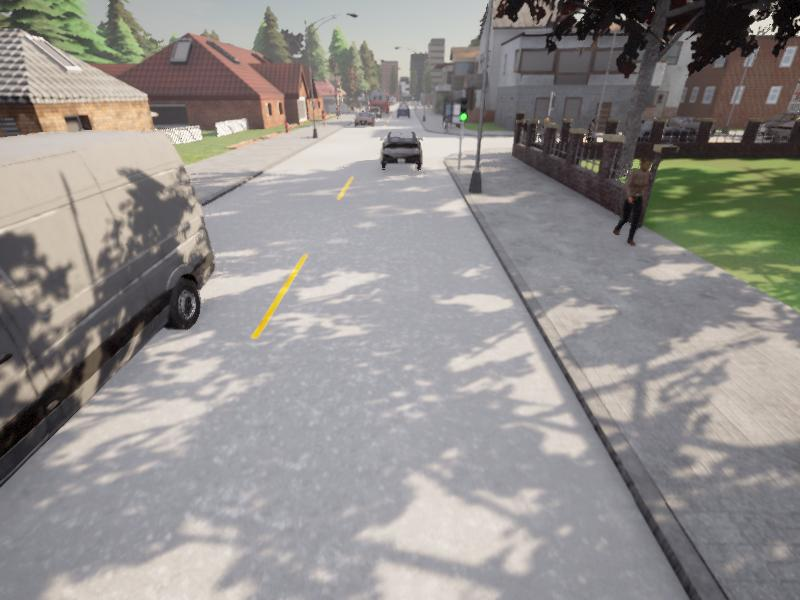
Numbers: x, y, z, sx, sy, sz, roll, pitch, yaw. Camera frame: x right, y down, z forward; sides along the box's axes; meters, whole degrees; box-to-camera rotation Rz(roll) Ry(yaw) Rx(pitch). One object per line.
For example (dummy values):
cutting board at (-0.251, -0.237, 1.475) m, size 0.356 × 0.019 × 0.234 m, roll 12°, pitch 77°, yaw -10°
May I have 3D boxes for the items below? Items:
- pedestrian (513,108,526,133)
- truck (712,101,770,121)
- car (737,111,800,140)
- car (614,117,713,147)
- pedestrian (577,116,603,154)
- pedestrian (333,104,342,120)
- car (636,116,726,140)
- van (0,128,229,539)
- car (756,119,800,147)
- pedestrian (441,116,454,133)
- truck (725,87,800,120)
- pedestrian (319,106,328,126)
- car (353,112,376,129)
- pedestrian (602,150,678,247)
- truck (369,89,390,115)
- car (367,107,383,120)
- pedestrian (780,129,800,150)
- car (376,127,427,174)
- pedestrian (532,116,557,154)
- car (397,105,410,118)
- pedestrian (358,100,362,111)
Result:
pedestrian at (10.144, -15.267, 33.985) m, size 0.751 × 1.860 × 0.751 m, roll 2°, pitch 27°, yaw 4°
truck at (45.815, -25.569, 53.988) m, size 2.390 × 2.098 × 6.274 m, roll 1°, pitch 27°, yaw 1°
car at (28.464, -12.951, 29.708) m, size 4.605 × 1.855 × 1.932 m, roll 1°, pitch 27°, yaw 3°
car at (17.192, -11.068, 26.346) m, size 4.856 × 1.649 × 2.033 m, roll -1°, pitch 27°, yaw -2°
pedestrian at (10.359, -9.052, 21.905) m, size 0.751 × 1.860 × 0.751 m, roll 3°, pitch 27°, yaw 5°
pedestrian at (-7.860, -23.651, 50.377) m, size 0.751 × 1.860 × 0.751 m, roll 3°, pitch 27°, yaw 5°
car at (21.020, -12.953, 30.135) m, size 4.902 × 1.511 × 2.128 m, roll 0°, pitch 27°, yaw 0°
van at (-4.055, 0.026, 3.793) m, size 1.988 × 2.561 × 5.915 m, roll 1°, pitch 28°, yaw 1°
car at (26.955, -10.993, 26.301) m, size 4.902 × 1.511 × 2.128 m, roll -1°, pitch 27°, yaw -2°
pedestrian at (4.008, -14.826, 33.777) m, size 0.751 × 1.300 × 0.751 m, roll 24°, pitch 36°, yaw 39°
truck at (49.828, -26.997, 54.871) m, size 2.891 × 3.827 × 8.468 m, roll 0°, pitch 27°, yaw 0°
pedestrian at (-7.960, -19.141, 41.596) m, size 0.751 × 1.860 × 0.751 m, roll -5°, pitch 28°, yaw -10°
car at (-3.657, -18.848, 41.829) m, size 1.994 × 1.385 × 4.181 m, roll 0°, pitch 27°, yaw 1°
pedestrian at (5.015, -2.150, 8.478) m, size 0.751 × 1.860 × 0.751 m, roll 3°, pitch 27°, yaw 5°
truck at (-3.346, -33.879, 68.412) m, size 2.891 × 3.827 × 8.468 m, roll 0°, pitch 27°, yaw 1°
car at (-3.497, -26.106, 55.845) m, size 1.970 × 1.475 × 3.806 m, roll 0°, pitch 27°, yaw 1°
pedestrian at (22.817, -9.388, 23.356) m, size 0.500 × 1.100 × 0.500 m, roll 14°, pitch 30°, yaw 26°
car at (0.073, -7.231, 19.048) m, size 2.128 × 1.511 × 4.902 m, roll 0°, pitch 27°, yaw 0°
pedestrian at (7.899, -9.064, 21.935) m, size 0.751 × 1.860 × 0.751 m, roll -2°, pitch 27°, yaw -3°
car at (0.548, -28.326, 60.092) m, size 1.882 × 1.535 × 5.008 m, roll 0°, pitch 27°, yaw 0°
pedestrian at (-8.043, -38.930, 80.126) m, size 0.751 × 1.860 × 0.751 m, roll -1°, pitch 27°, yaw -2°
